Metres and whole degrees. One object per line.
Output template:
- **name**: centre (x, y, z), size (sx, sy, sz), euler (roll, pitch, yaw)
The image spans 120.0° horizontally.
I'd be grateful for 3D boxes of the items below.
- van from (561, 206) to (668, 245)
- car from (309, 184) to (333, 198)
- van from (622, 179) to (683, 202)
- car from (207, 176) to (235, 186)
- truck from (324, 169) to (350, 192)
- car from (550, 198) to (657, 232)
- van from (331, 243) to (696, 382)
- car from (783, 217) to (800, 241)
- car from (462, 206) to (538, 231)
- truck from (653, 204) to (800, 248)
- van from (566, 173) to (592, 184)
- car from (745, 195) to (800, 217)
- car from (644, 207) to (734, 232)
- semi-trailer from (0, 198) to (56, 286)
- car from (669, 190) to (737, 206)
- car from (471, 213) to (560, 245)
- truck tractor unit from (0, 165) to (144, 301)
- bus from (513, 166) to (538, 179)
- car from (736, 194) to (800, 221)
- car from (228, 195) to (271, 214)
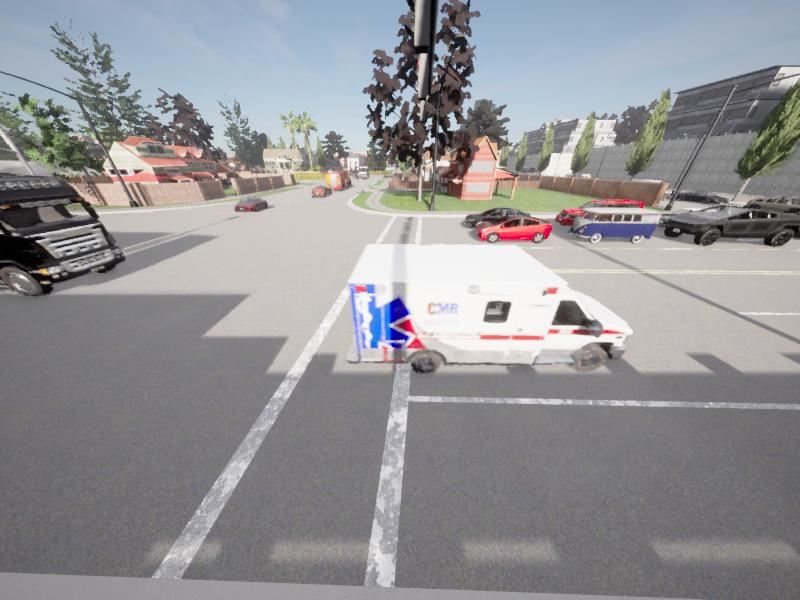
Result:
- **van**: centre (13.318, -4.758, 14.662), size (4.442, 1.987, 1.775), euler (1, 30, 1)
- **car**: centre (-12.720, -17.803, 37.619), size (2.152, 1.651, 5.027), euler (0, 30, 0)
- **van**: centre (36.376, -16.056, 33.678), size (1.988, 2.561, 5.915), euler (0, 30, 1)
- **car**: centre (-41.730, -27.833, 53.957), size (4.605, 1.855, 1.932), euler (0, 30, 0)
- **truck**: centre (-12.756, -24.914, 47.735), size (2.891, 3.827, 8.468), euler (0, 30, 0)
- **car**: centre (15.165, -6.492, 17.603), size (5.566, 2.045, 2.150), euler (1, 30, 2)
- **van**: centre (1.976, 0.165, 5.692), size (6.366, 2.431, 2.351), euler (1, 30, 1)
- **car**: centre (28.048, -4.594, 14.472), size (3.866, 1.878, 1.905), euler (0, 30, 0)
- **car**: centre (7.532, -6.367, 17.939), size (4.892, 1.490, 1.837), euler (1, 30, 1)
- **truck**: centre (20.689, -4.672, 14.400), size (6.274, 2.098, 2.390), euler (1, 30, 2)
- **van**: centre (51.963, -35.410, 67.301), size (2.351, 2.431, 6.366), euler (0, 30, 1)
- **car**: centre (39.675, -9.496, 23.343), size (2.128, 1.511, 4.902), euler (1, 30, 1)
- **car**: centre (21.911, -6.208, 17.683), size (3.806, 1.475, 1.970), euler (0, 30, 1)
- **semi-trailer**: centre (-23.337, -2.782, 8.756), size (14.254, 4.402, 2.717), euler (1, 30, 1)
- **car**: centre (39.823, -13.640, 30.636), size (2.033, 1.411, 5.357), euler (0, 30, 1)
- **car**: centre (7.219, -4.633, 14.904), size (4.514, 1.525, 2.007), euler (1, 30, 1)
- **truck tractor unit**: centre (-15.424, -2.582, 8.629), size (6.516, 4.208, 3.053), euler (1, 30, 1)
- **bus**: centre (48.747, -49.875, 90.475), size (3.944, 4.253, 10.273), euler (0, 30, 1)
- **car**: centre (36.052, -8.751, 21.694), size (1.932, 1.855, 4.605), euler (3, 29, 3)
- **car**: centre (-16.019, -10.328, 24.917), size (1.994, 1.385, 4.181), euler (-1, 30, -2)
